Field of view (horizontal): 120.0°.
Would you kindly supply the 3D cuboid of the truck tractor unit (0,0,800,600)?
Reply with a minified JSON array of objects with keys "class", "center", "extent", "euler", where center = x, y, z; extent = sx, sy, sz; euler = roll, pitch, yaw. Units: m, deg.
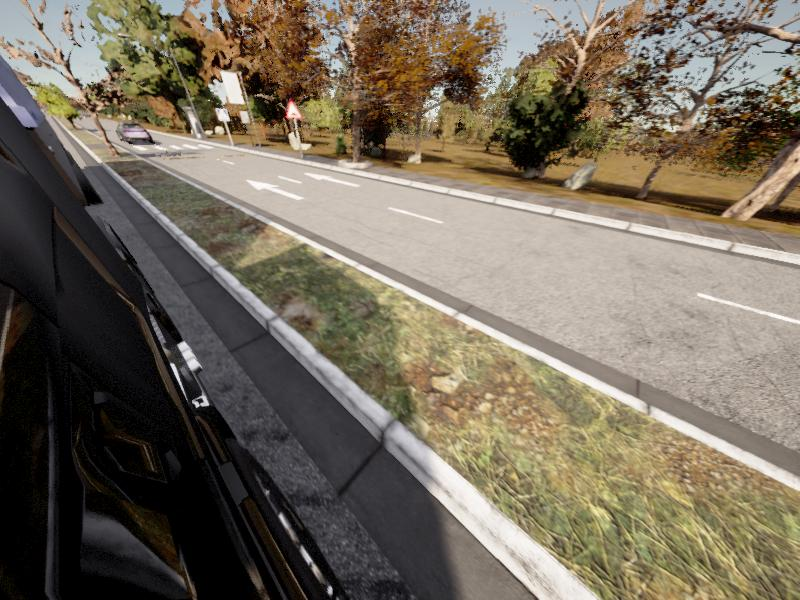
[{"class":"truck tractor unit","center":[-2.645,-0.295,0.351],"extent":[6.516,4.208,3.053],"euler":[28,44,30]}]

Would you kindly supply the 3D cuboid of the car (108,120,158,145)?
[{"class":"car","center":[-25.384,-15.915,21.943],"extent":[4.856,1.649,2.033],"euler":[28,44,30]}]

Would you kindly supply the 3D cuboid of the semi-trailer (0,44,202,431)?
[{"class":"semi-trailer","center":[-8.700,-3.600,4.232],"extent":[14.254,4.402,2.717],"euler":[28,44,30]}]
